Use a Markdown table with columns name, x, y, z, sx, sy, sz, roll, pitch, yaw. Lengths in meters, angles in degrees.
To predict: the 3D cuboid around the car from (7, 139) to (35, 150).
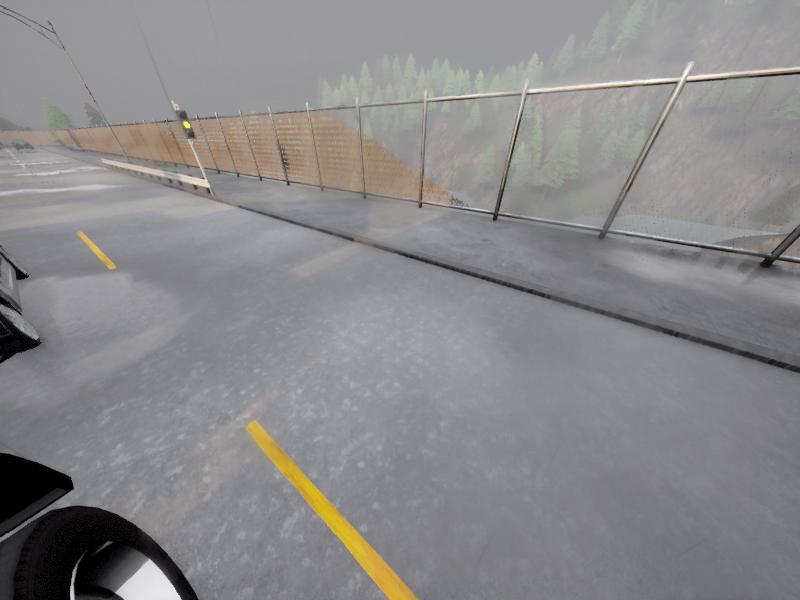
| name | x | y | z | sx | sy | sz | roll | pitch | yaw |
| --- | --- | --- | --- | --- | --- | --- | --- | --- | --- |
| car | -73.122 | -30.085 | 44.605 | 4.553 | 1.767 | 2.097 | 22 | 41 | 28 |

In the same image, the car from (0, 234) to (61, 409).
| name | x | y | z | sx | sy | sz | roll | pitch | yaw |
| --- | --- | --- | --- | --- | --- | --- | --- | --- | --- |
| car | -6.539 | -0.172 | 2.719 | 5.238 | 1.638 | 1.930 | 22 | 41 | 28 |

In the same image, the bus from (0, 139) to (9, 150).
| name | x | y | z | sx | sy | sz | roll | pitch | yaw |
| --- | --- | --- | --- | --- | --- | --- | --- | --- | --- |
| bus | -81.148 | -31.629 | 44.600 | 10.273 | 4.253 | 3.944 | 22 | 41 | 28 |
